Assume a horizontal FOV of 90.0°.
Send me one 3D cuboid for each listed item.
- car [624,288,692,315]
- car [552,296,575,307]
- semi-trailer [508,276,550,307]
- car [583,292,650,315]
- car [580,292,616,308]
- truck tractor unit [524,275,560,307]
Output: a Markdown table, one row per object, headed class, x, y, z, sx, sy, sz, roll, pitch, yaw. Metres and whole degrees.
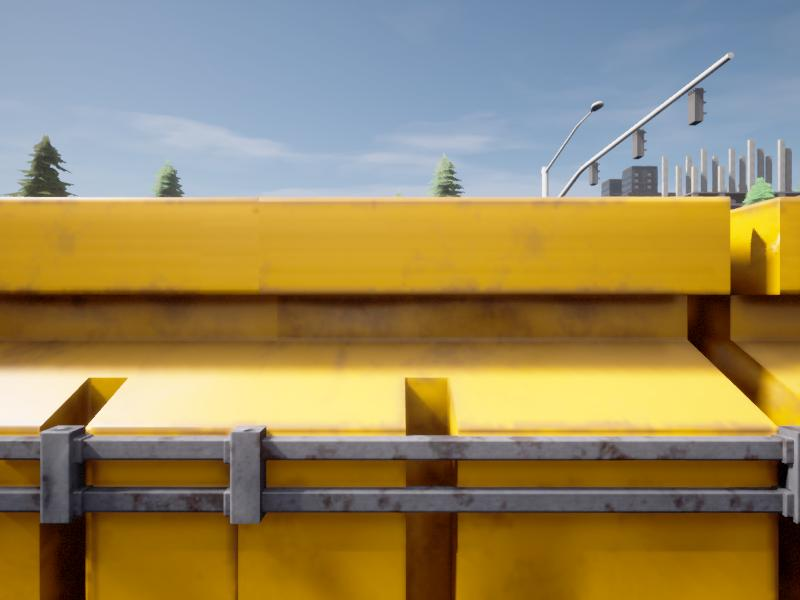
| class | x | y | z | sx | sy | sz | roll | pitch | yaw |
| --- | --- | --- | --- | --- | --- | --- | --- | --- | --- |
| car | 18.474 | 0.091 | 28.975 | 2.097 | 1.767 | 4.553 | 0 | 0 | 2 |
| car | 22.818 | 0.211 | 56.076 | 1.789 | 1.549 | 3.705 | 0 | 0 | 2 |
| semi-trailer | 19.962 | -1.221 | 63.174 | 2.717 | 4.402 | 14.254 | 0 | 0 | 3 |
| car | 14.937 | 0.233 | 27.992 | 2.128 | 1.511 | 4.902 | 0 | 0 | 2 |
| car | 26.230 | -0.037 | 53.175 | 2.150 | 2.045 | 5.566 | 0 | 0 | 2 |
| truck tractor unit | 19.503 | -1.126 | 55.275 | 3.053 | 4.208 | 6.516 | 0 | 0 | 4 |
